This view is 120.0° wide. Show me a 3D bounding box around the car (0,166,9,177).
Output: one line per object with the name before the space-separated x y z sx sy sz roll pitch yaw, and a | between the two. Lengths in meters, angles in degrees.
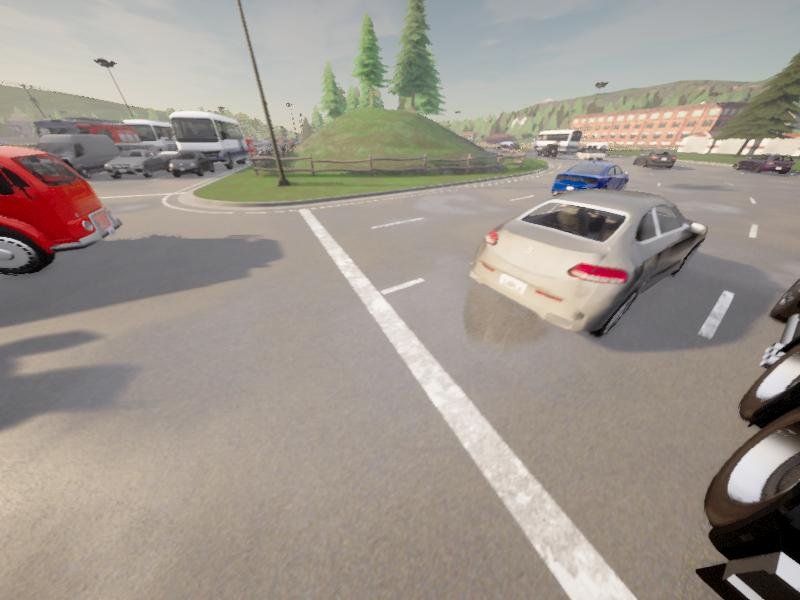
car | -29.303 -8.417 14.524 2.242 1.667 4.611 -10 36 -15

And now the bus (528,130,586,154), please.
bus | 35.423 -36.156 52.845 3.944 4.253 10.273 -10 36 -14

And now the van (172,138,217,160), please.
van | -29.181 -21.783 33.188 2.351 2.431 6.366 -10 36 -14

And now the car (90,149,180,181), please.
car | -19.343 -10.257 17.302 2.152 1.651 5.027 -10 36 -14

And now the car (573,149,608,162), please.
car | 26.679 -20.402 32.603 1.895 1.301 4.718 7 35 10

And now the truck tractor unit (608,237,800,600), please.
truck tractor unit | 5.063 -0.345 0.855 6.516 4.208 3.053 -20 39 -26

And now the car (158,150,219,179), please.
car | -15.765 -10.392 17.537 1.851 1.617 3.988 -10 36 -14

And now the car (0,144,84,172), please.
car | -31.528 -12.536 20.281 1.932 1.855 4.605 -10 36 -14

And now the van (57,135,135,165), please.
van | -33.835 -16.983 26.115 1.988 2.561 5.915 -10 36 -14

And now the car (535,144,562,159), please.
car | 23.959 -24.157 37.490 1.905 1.878 3.866 3 35 3

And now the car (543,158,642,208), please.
car | 9.331 -5.813 11.164 5.008 1.535 1.882 -23 41 -30

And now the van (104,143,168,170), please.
van | -24.882 -13.809 22.077 1.775 1.987 4.442 -10 36 -14

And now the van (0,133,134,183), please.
van | -22.802 -10.265 16.481 1.988 2.561 5.915 -10 36 -14

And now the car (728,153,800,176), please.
car | 32.264 -12.112 20.500 1.816 1.474 4.193 17 38 21

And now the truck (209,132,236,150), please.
truck | -48.061 -43.318 62.954 2.891 3.827 8.468 -10 36 -14

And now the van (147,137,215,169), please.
van | -21.810 -15.058 23.518 2.351 2.431 6.366 -10 36 -14

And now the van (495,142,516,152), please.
van | 26.509 -38.484 58.101 2.069 2.038 4.480 -10 36 -14

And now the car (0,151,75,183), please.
car | -26.133 -9.234 15.884 1.837 1.490 4.892 -10 36 -14

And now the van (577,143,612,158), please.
van | 34.417 -26.690 41.102 2.069 2.038 4.480 0 35 -3

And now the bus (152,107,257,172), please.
bus | -17.904 -15.603 22.732 3.944 4.253 10.273 -10 36 -14

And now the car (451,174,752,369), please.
car | 3.651 -1.112 4.249 5.027 1.651 2.152 -20 40 -27

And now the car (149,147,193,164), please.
car | -26.823 -17.112 27.315 1.812 1.442 4.674 -10 36 -14

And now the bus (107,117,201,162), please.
bus | -32.224 -21.653 31.373 3.944 4.253 10.273 -10 36 -14

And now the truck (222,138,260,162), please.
truck | -20.925 -20.094 30.769 2.627 2.467 5.204 -10 36 -15

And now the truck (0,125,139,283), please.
truck | -9.386 -1.647 4.185 5.204 2.467 2.627 -18 38 -24

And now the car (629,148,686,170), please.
car | 27.164 -15.114 24.631 2.242 1.667 4.611 14 37 19

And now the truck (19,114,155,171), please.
truck | -28.840 -15.101 22.299 2.891 3.827 8.468 -10 36 -14
